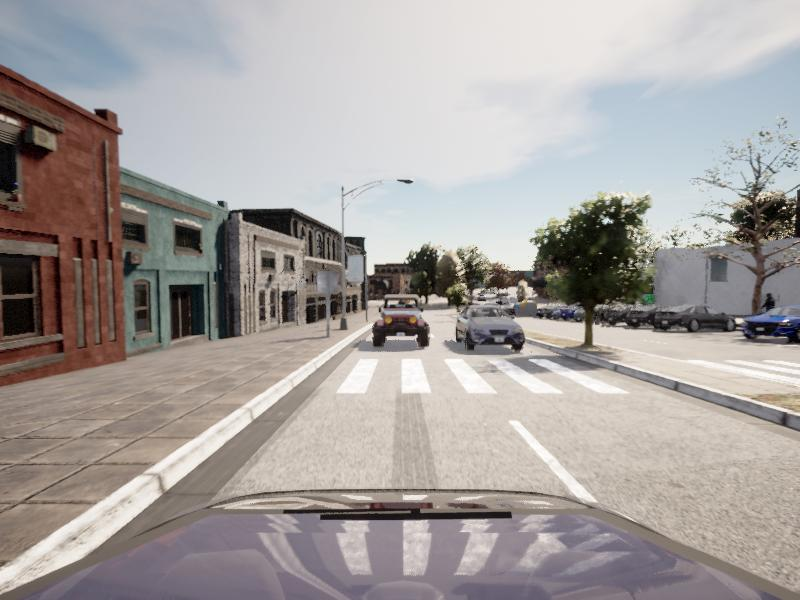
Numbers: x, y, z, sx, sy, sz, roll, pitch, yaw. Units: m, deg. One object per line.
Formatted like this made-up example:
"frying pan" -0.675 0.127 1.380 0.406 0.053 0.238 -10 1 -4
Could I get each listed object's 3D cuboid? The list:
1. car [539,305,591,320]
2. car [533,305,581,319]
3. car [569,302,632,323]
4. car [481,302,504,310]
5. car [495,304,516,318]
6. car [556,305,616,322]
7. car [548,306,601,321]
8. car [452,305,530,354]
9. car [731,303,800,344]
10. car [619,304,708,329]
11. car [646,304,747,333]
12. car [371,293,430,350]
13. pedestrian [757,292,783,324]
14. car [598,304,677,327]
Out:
"car" 17.954 1.352 43.633 4.892 1.521 2.231 1 -1 -15
"car" 18.238 1.434 46.585 4.792 1.488 2.163 1 -1 -15
"car" 17.421 1.079 34.800 4.553 1.767 2.185 1 -1 -17
"car" 21.002 1.299 90.486 5.238 1.638 1.930 -2 4 -33
"car" 13.768 1.427 52.482 1.930 1.638 5.238 0 -1 6
"car" 17.546 1.251 37.740 5.008 1.535 2.097 1 -1 -16
"car" 17.745 1.341 40.682 4.674 1.452 2.002 1 -1 -15
"car" 3.019 0.919 14.183 1.816 1.474 4.193 0 -1 0
"car" 16.973 0.951 17.067 5.008 1.535 2.097 1 -1 -20
"car" 17.054 1.070 25.939 4.892 1.521 2.231 1 -1 -18
"car" 16.999 1.029 22.980 4.892 1.521 2.231 1 -1 -19
"car" 0.034 0.717 14.972 1.905 1.878 3.866 0 -1 0
"pedestrian" 21.718 0.455 23.495 0.751 1.860 0.751 -1 3 -10
"car" 17.135 1.114 28.893 4.892 1.521 2.231 1 -1 -18
